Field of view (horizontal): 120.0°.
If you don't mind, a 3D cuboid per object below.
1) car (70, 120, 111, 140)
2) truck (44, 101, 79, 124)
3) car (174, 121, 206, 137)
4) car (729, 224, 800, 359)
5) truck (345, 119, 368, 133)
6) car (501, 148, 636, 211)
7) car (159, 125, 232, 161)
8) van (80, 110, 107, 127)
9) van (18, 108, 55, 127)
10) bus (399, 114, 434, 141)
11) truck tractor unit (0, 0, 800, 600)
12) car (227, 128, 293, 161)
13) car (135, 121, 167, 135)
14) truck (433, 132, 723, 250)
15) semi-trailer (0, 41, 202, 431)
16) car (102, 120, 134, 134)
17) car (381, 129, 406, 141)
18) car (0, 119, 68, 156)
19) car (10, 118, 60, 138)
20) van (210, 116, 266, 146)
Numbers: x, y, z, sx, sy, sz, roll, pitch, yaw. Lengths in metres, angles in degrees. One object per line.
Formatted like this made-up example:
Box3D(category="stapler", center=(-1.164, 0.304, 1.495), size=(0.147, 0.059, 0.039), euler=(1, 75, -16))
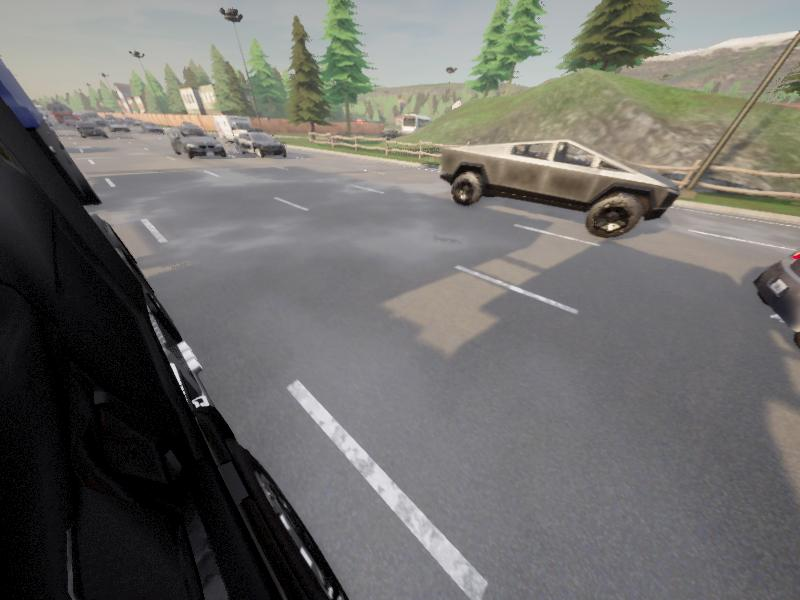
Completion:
Box3D(category="car", center=(-32.442, -17.812, 24.197), size=(4.892, 1.490, 1.837), euler=(28, 44, 30))
Box3D(category="truck", center=(-76.263, -42.141, 52.042), size=(8.468, 3.827, 2.891), euler=(28, 44, 30))
Box3D(category="car", center=(-31.156, -25.414, 34.290), size=(5.238, 1.638, 1.930), euler=(28, 44, 30))
Box3D(category="car", center=(6.819, 0.372, 2.283), size=(3.633, 1.501, 1.845), euler=(28, 44, 30))
Box3D(category="truck", center=(-15.321, -61.533, 81.608), size=(8.468, 3.827, 2.891), euler=(28, 44, 30))
Box3D(category="car", center=(6.759, -5.173, 9.615), size=(3.988, 1.617, 1.851), euler=(28, 44, 30))
Box3D(category="car", center=(-14.012, -10.797, 15.805), size=(4.611, 1.667, 2.242), euler=(28, 44, 30))
Box3D(category="van", center=(-62.161, -36.834, 46.895), size=(5.915, 2.561, 1.988), euler=(28, 44, 30))
Box3D(category="van", center=(-61.992, -31.214, 39.502), size=(6.366, 2.431, 2.351), euler=(28, 44, 30))
Box3D(category="bus", center=(3.690, -37.370, 50.177), size=(3.944, 4.253, 10.273), euler=(16, 39, 17))
Box3D(category="truck tractor unit", center=(-2.645, -0.295, 0.352), size=(6.516, 4.208, 3.053), euler=(28, 44, 30))
Box3D(category="car", center=(-10.406, -11.602, 17.124), size=(5.238, 1.638, 1.930), euler=(28, 44, 30))
Box3D(category="car", center=(-37.684, -26.052, 34.952), size=(5.357, 1.411, 2.033), euler=(28, 44, 30))
Box3D(category="truck", center=(4.455, -3.863, 7.318), size=(6.274, 2.098, 2.390), euler=(28, 44, 30))
Box3D(category="semi-trailer", center=(-8.718, -3.587, 4.216), size=(14.254, 4.402, 2.717), euler=(28, 44, 30))
Box3D(category="car", center=(-40.394, -24.754, 33.057), size=(5.357, 1.411, 2.033), euler=(28, 44, 30))
Box3D(category="car", center=(-1.194, -31.902, 44.635), size=(4.553, 1.767, 2.097), euler=(-29, 47, -35))
Box3D(category="car", center=(-24.160, -10.707, 15.111), size=(5.027, 1.651, 2.152), euler=(28, 44, 30))
Box3D(category="car", center=(-37.649, -17.842, 23.930), size=(4.792, 1.488, 2.163), euler=(28, 44, 30))
Box3D(category="van", center=(-17.732, -18.573, 25.323), size=(6.366, 2.431, 2.351), euler=(28, 44, 30))
